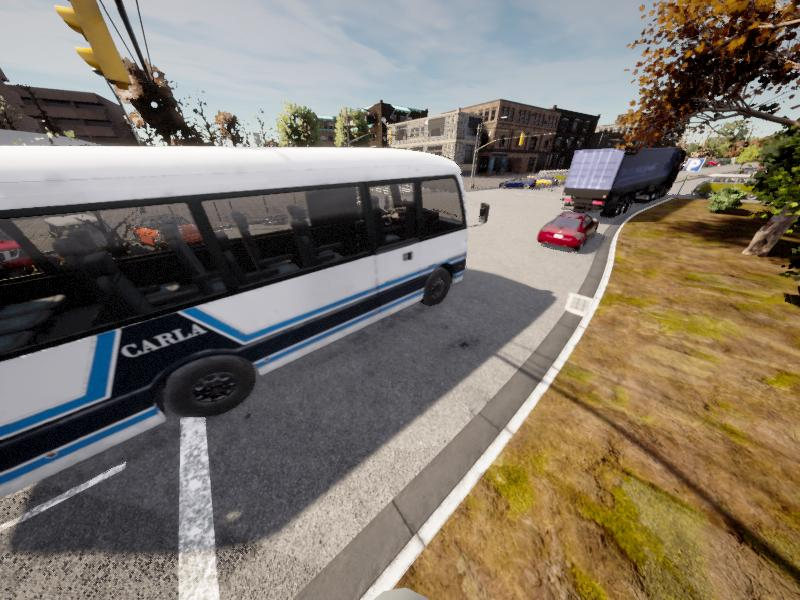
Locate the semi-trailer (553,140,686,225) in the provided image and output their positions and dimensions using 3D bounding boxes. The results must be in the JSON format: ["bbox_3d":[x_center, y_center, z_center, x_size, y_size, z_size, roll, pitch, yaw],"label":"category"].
[{"bbox_3d":[17.471,-9.486,17.962,14.254,4.402,2.717,-21,36,-29],"label":"semi-trailer"}]

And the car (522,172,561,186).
[{"bbox_3d":[21.562,-18.424,35.211,4.553,1.767,2.185,19,36,31],"label":"car"}]

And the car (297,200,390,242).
[{"bbox_3d":[-3.429,-5.255,14.925,5.357,1.411,2.033,-23,38,-31],"label":"car"}]

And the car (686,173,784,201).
[{"bbox_3d":[30.571,-10.506,21.390,4.442,1.987,1.878,20,38,31],"label":"car"}]

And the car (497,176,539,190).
[{"bbox_3d":[16.543,-16.502,32.563,4.792,1.488,2.163,18,36,31],"label":"car"}]

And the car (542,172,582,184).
[{"bbox_3d":[26.611,-20.140,38.075,4.892,1.521,2.231,19,36,32],"label":"car"}]

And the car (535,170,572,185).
[{"bbox_3d":[24.186,-19.390,36.497,4.442,1.987,1.878,19,36,31],"label":"car"}]

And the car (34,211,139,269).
[{"bbox_3d":[-16.054,-3.211,11.856,4.442,1.987,1.878,15,34,27],"label":"car"}]

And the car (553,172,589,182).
[{"bbox_3d":[29.144,-21.005,39.471,4.674,1.452,2.002,19,37,32],"label":"car"}]

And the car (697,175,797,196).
[{"bbox_3d":[35.730,-12.037,24.127,5.366,1.575,1.946,21,37,31],"label":"car"}]

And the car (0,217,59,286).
[{"bbox_3d":[-18.453,-2.226,10.271,5.566,2.045,2.435,15,34,27],"label":"car"}]

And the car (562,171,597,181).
[{"bbox_3d":[31.680,-21.906,40.851,4.674,1.452,2.002,19,36,32],"label":"car"}]

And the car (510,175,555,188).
[{"bbox_3d":[19.246,-17.332,33.735,5.366,1.575,1.946,18,36,31],"label":"car"}]

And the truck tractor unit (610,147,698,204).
[{"bbox_3d":[23.915,-11.911,21.868,6.516,4.208,3.053,-21,36,-28],"label":"truck tractor unit"}]

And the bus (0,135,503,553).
[{"bbox_3d":[-2.603,-1.075,5.496,10.273,4.253,3.944,-24,38,-32],"label":"bus"}]

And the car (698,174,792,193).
[{"bbox_3d":[37.900,-13.039,25.682,5.366,1.575,1.946,21,38,31],"label":"car"}]

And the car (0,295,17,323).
[{"bbox_3d":[-14.219,0.886,5.446,4.792,1.488,2.163,-19,35,-26],"label":"car"}]

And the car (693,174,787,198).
[{"bbox_3d":[33.092,-11.306,22.797,4.553,1.767,2.185,20,37,31],"label":"car"}]

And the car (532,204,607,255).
[{"bbox_3d":[8.934,-3.861,12.112,1.994,1.385,4.181,27,43,37],"label":"car"}]
